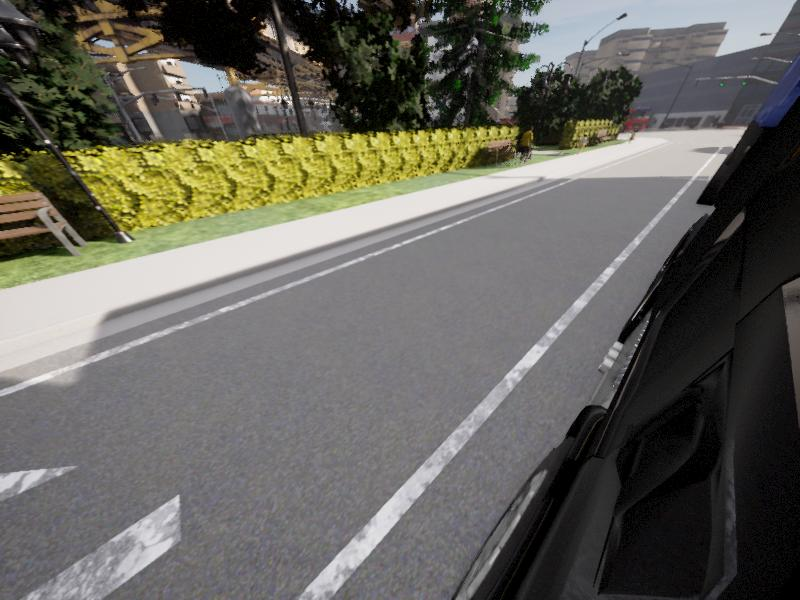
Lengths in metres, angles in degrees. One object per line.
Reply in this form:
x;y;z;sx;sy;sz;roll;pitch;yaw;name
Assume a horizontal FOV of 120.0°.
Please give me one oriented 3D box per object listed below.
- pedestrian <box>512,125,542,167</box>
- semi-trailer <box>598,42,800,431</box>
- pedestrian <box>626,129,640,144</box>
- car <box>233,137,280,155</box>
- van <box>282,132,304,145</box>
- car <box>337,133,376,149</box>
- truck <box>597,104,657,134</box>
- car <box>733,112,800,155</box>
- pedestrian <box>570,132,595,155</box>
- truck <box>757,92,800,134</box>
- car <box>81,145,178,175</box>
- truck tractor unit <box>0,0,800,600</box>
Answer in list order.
6.900;-8.384;12.613;0.751;1.860;0.751;-28;44;-30;pedestrian
8.696;-3.594;4.246;14.254;4.402;2.717;-28;44;-30;semi-trailer
21.650;-15.187;21.501;0.500;1.100;0.500;24;44;31;pedestrian
-19.822;-21.509;32.189;2.152;1.651;5.027;13;40;20;car
-22.469;-34.117;48.860;2.069;2.038;4.480;2;37;5;van
-6.213;-23.167;33.629;5.027;1.651;2.152;2;37;6;car
41.304;-33.202;42.699;2.891;3.827;8.468;1;36;5;truck
25.099;-11.254;15.534;5.566;2.045;2.150;-27;43;-29;car
12.809;-10.997;16.236;0.751;1.300;0.751;-23;42;-26;pedestrian
46.360;-20.129;24.718;2.891;3.827;8.468;1;37;5;truck
-22.355;-11.919;19.538;1.801;1.575;5.366;2;37;5;car
2.645;-0.295;0.351;6.516;4.208;3.053;-28;44;-30;truck tractor unit
